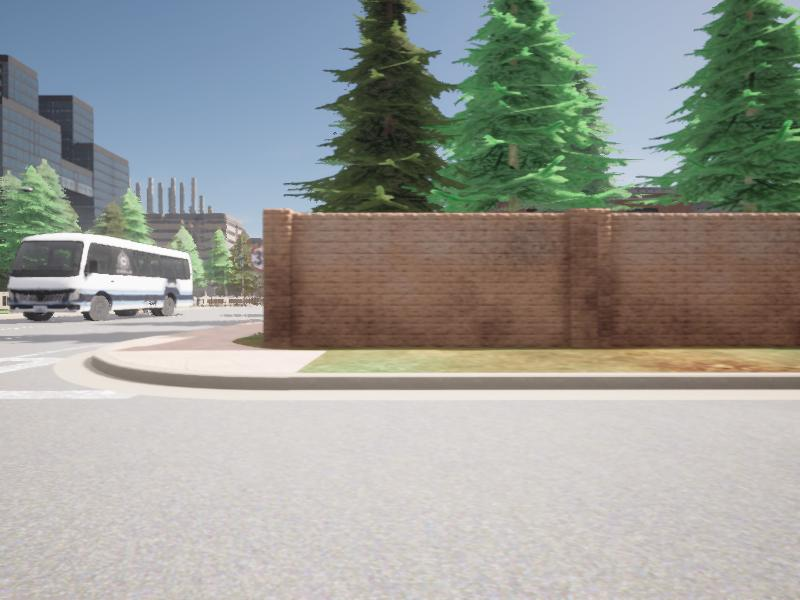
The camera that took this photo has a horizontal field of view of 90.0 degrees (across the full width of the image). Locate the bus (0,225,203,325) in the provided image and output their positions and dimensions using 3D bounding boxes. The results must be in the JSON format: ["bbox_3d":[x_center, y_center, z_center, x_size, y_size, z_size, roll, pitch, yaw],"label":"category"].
[{"bbox_3d":[-15.419,-1.115,22.107,3.944,4.253,10.273,0,1,0],"label":"bus"}]
